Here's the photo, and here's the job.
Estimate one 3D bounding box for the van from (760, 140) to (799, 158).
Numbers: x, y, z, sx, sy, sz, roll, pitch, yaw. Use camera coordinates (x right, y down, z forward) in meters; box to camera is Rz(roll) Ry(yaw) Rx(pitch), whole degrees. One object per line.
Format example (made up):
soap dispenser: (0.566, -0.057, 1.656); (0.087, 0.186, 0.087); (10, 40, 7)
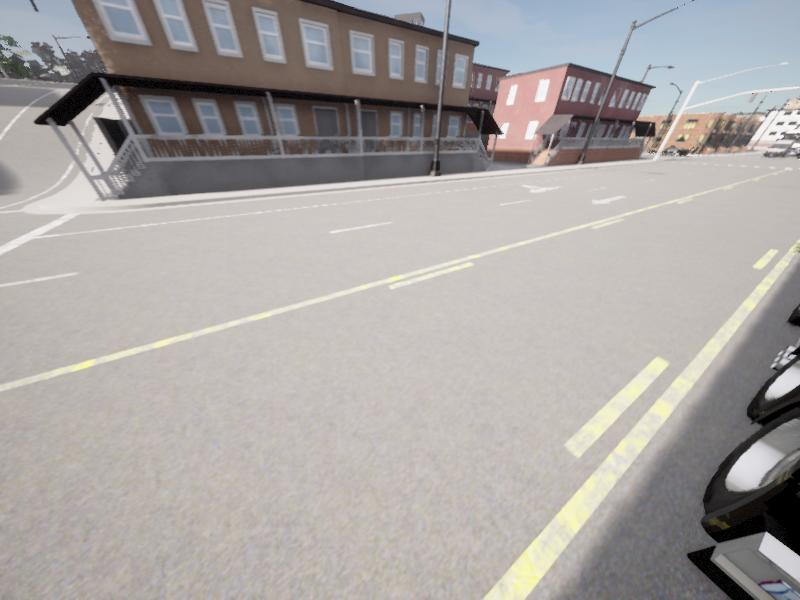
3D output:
van: (66.658, -26.549, 40.597); (5.915, 2.561, 1.988); (-18, 39, -24)

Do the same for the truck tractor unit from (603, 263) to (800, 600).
truck tractor unit: (5.108, -0.301, 0.795); (6.516, 4.208, 3.053); (-18, 39, -24)

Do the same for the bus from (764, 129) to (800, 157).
bus: (76.976, -30.507, 44.921); (10.273, 4.253, 3.944); (-18, 39, -24)
